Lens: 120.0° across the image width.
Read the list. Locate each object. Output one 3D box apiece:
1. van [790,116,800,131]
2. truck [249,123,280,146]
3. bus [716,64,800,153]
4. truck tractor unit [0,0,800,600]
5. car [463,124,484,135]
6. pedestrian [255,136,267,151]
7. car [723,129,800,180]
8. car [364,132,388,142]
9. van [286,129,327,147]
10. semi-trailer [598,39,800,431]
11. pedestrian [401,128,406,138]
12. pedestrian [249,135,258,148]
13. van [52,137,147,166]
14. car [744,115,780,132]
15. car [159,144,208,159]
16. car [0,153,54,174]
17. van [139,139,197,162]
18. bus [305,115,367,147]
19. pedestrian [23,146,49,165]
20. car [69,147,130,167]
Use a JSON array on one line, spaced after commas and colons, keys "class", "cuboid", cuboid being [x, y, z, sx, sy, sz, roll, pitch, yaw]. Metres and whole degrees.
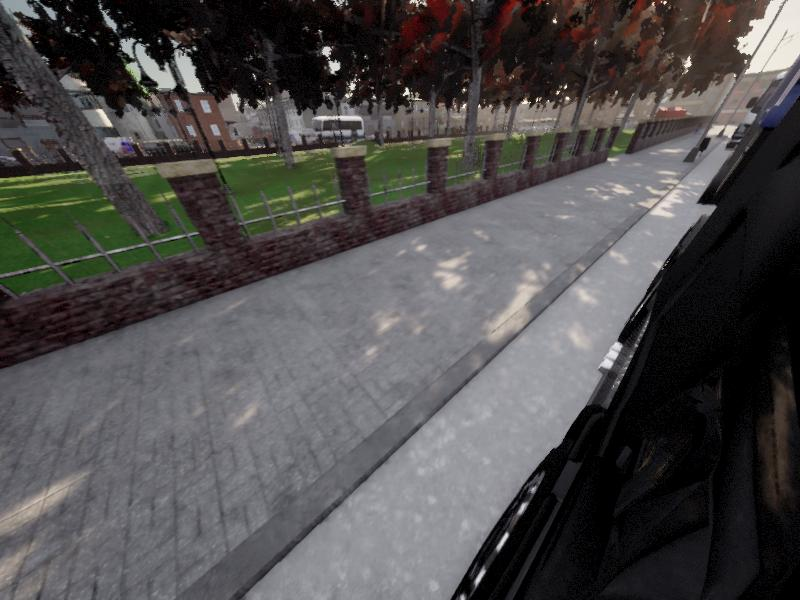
[{"class": "van", "cuboid": [52.808, -23.243, 29.391, 5.915, 2.561, 1.988, -28, 44, -30]}, {"class": "truck", "cuboid": [-30.152, -36.628, 51.235, 2.891, 3.827, 8.468, -28, 44, -30]}, {"class": "bus", "cuboid": [27.578, -13.503, 16.476, 10.273, 4.253, 3.944, -28, 44, -30]}, {"class": "truck tractor unit", "cuboid": [2.645, -0.295, 0.351, 6.516, 4.208, 3.053, -28, 44, -30]}, {"class": "car", "cuboid": [18.664, -43.210, 58.558, 5.566, 2.045, 2.150, -30, 45, -32]}, {"class": "pedestrian", "cuboid": [-20.863, -23.492, 34.718, 0.751, 1.860, 0.751, 20, 42, 27]}, {"class": "car", "cuboid": [16.959, -6.760, 10.493, 5.357, 1.411, 2.033, -28, 44, -30]}, {"class": "car", "cuboid": [-4.856, -33.735, 47.825, 4.674, 1.442, 1.812, -28, 44, -30]}, {"class": "van", "cuboid": [-16.363, -28.223, 40.335, 6.366, 2.431, 2.351, 14, 40, 21]}, {"class": "semi-trailer", "cuboid": [8.705, -3.593, 4.232, 14.254, 4.402, 2.717, -28, 44, -30]}, {"class": "pedestrian", "cuboid": [0.808, -40.255, 55.632, 0.751, 1.860, 0.751, -30, 45, -31]}, {"class": "pedestrian", "cuboid": [-26.846, -29.019, 42.278, 0.751, 1.860, 0.751, -16, 39, -17]}, {"class": "van", "cuboid": [-35.404, -17.883, 27.671, 6.366, 2.431, 2.351, -28, 44, -30]}, {"class": "car", "cuboid": [49.485, -24.219, 31.646, 5.238, 1.638, 1.930, -28, 44, -30]}, {"class": "car", "cuboid": [-29.384, -20.341, 31.535, 4.718, 1.301, 1.895, -26, 43, -28]}, {"class": "car", "cuboid": [-38.155, -12.944, 22.100, 5.357, 1.411, 2.033, -27, 43, -29]}, {"class": "van", "cuboid": [-28.084, -18.295, 28.145, 4.442, 1.987, 1.775, -30, 44, -31]}, {"class": "bus", "cuboid": [-11.462, -31.594, 43.104, 3.944, 4.253, 10.273, 31, 47, 30]}, {"class": "pedestrian", "cuboid": [-42.754, -16.987, 27.164, 0.751, 1.860, 0.751, 26, 45, 32]}, {"class": "car", "cuboid": [-32.722, -15.699, 25.339, 3.633, 1.501, 1.845, -29, 44, -31]}]
